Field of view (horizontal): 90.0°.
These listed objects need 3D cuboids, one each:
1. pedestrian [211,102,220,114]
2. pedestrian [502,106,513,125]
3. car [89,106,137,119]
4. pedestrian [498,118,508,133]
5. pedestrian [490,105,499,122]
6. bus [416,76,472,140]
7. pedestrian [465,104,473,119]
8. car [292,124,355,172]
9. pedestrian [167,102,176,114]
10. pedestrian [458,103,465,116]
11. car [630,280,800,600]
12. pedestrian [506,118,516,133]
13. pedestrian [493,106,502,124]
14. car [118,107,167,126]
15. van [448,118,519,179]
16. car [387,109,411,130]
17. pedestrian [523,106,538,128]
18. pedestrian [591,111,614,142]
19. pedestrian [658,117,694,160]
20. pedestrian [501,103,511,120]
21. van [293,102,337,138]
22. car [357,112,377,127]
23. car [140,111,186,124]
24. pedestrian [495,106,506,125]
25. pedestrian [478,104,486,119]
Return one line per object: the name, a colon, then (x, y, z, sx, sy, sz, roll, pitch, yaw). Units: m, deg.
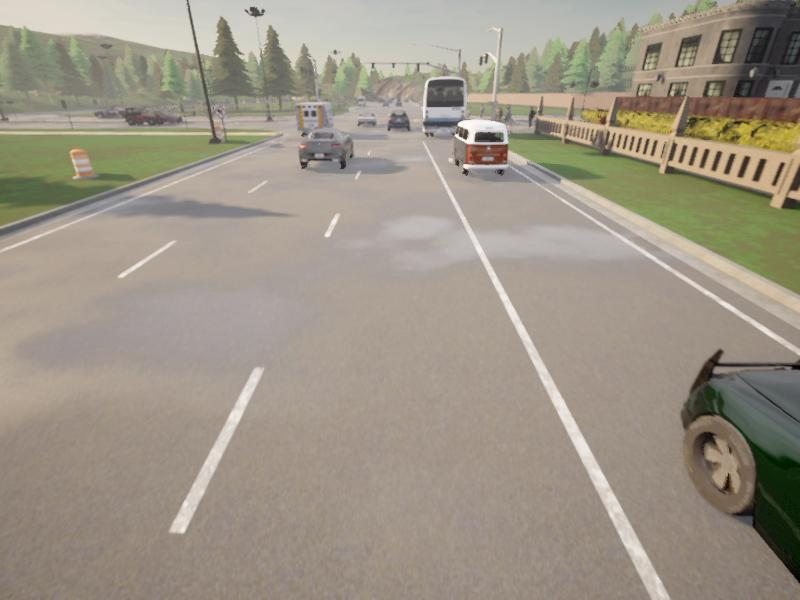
pedestrian: (-31.718, -33.078, 68.869, 0.751, 1.860, 0.751, 2, 27, 4)
pedestrian: (11.704, -20.065, 43.557, 0.751, 1.860, 0.751, 0, 27, 1)
car: (-41.955, -27.433, 58.572, 5.238, 1.638, 1.930, 0, 27, 0)
pedestrian: (8.655, -14.679, 33.575, 0.500, 1.100, 0.500, -8, 28, -15)
pedestrian: (11.583, -22.832, 49.047, 0.751, 1.860, 0.751, 4, 27, 8)
bus: (3.586, -16.495, 34.104, 3.944, 4.253, 10.273, 1, 28, 4)
pedestrian: (9.335, -25.399, 53.951, 0.751, 1.860, 0.751, -2, 27, -4)
car: (-3.550, -7.607, 19.704, 2.152, 1.651, 5.027, 0, 27, 0)
pedestrian: (-39.716, -33.386, 69.526, 0.751, 1.860, 0.751, 2, 27, 3)
pedestrian: (9.441, -29.366, 61.678, 0.751, 1.860, 0.751, -3, 27, -5)
car: (3.508, 1.632, 1.750, 2.038, 1.542, 4.974, 0, 27, 0)
pedestrian: (9.284, -14.634, 33.484, 0.500, 1.100, 0.500, -7, 28, -14)
pedestrian: (11.105, -21.111, 45.587, 0.751, 1.860, 0.751, 3, 27, 5)
car: (-28.917, -20.684, 45.061, 3.866, 1.878, 1.905, 0, 27, 1)
van: (3.457, -6.773, 17.569, 2.069, 2.038, 4.480, 0, 27, 0)
car: (-0.112, -17.963, 39.796, 2.242, 1.667, 4.611, 0, 27, 0)
pedestrian: (12.224, -17.085, 37.404, 0.751, 1.860, 0.751, -13, 30, -24)
pedestrian: (13.540, -11.652, 26.812, 0.751, 1.860, 0.751, 0, 27, 1)
pedestrian: (13.298, -7.806, 19.322, 0.751, 1.860, 0.751, 1, 27, 2)
pedestrian: (13.190, -23.450, 49.795, 0.751, 1.860, 0.751, -2, 27, -4)
van: (-7.093, -15.548, 34.313, 2.351, 2.431, 6.366, 0, 27, 0)
car: (-3.624, -20.165, 44.521, 1.895, 1.301, 4.718, 0, 27, 0)
car: (-28.531, -22.051, 48.292, 4.181, 1.385, 1.994, 0, 27, 1)
pedestrian: (10.927, -20.081, 43.582, 0.751, 1.860, 0.751, -1, 27, -2)
pedestrian: (11.023, -25.304, 53.755, 0.751, 1.860, 0.751, 2, 27, 4)
